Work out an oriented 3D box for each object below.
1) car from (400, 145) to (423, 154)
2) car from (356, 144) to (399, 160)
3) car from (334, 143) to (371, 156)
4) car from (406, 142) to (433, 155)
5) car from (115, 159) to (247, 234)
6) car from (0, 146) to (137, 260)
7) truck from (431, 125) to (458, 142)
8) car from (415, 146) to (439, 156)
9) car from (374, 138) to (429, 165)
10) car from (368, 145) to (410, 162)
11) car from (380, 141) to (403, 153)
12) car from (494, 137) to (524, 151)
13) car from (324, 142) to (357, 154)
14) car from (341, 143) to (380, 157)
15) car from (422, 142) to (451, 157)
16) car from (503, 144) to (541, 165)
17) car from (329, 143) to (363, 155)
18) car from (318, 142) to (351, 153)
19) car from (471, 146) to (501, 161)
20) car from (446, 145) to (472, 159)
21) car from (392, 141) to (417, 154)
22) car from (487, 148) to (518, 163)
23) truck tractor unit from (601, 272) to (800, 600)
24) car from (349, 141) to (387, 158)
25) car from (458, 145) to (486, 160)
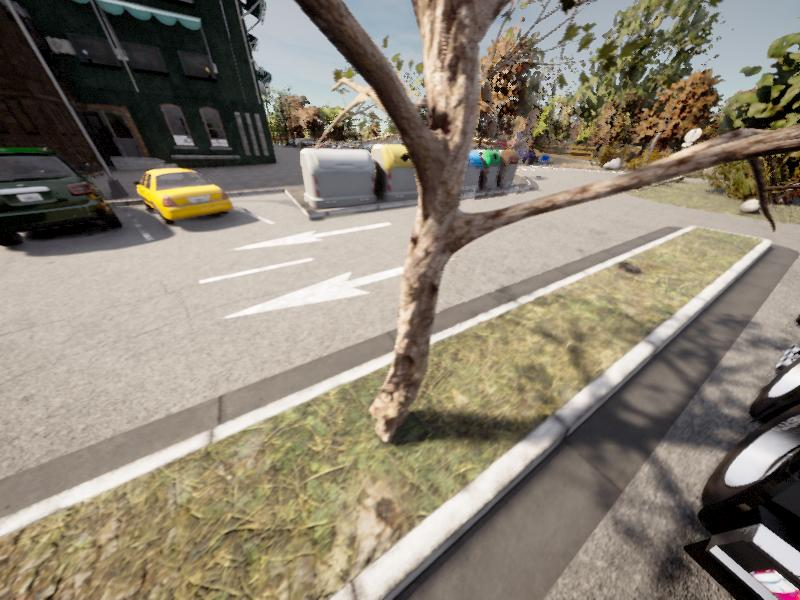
[{"bbox_3d":[2.422,-32.131,49.345,2.231,1.521,4.892,27,40,32],"label":"car"},{"bbox_3d":[-2.616,-17.995,27.997,2.231,1.521,4.892,26,41,32],"label":"car"},{"bbox_3d":[-6.957,-22.430,34.337,2.231,1.521,4.892,27,42,32],"label":"car"},{"bbox_3d":[3.950,-30.842,47.066,2.435,2.045,5.566,27,40,32],"label":"car"},{"bbox_3d":[-7.837,-3.895,8.140,5.366,1.575,1.946,25,42,32],"label":"car"},{"bbox_3d":[-10.341,-3.187,6.672,5.566,2.045,2.435,25,42,32],"label":"car"},{"bbox_3d":[9.321,-35.623,49.308,2.627,2.467,5.204,-16,42,-25],"label":"truck"},{"bbox_3d":[5.377,-29.073,45.021,2.163,1.488,4.792,27,41,31],"label":"car"},{"bbox_3d":[0.279,-15.234,23.608,2.435,2.045,5.566,27,42,32],"label":"car"},{"bbox_3d":[-1.165,-16.486,25.908,2.002,1.452,4.674,27,42,32],"label":"car"},{"bbox_3d":[-1.972,-36.884,55.703,2.435,2.045,5.566,27,40,32],"label":"car"},{"bbox_3d":[17.735,-25.525,37.744,1.851,1.617,3.988,-16,42,-25],"label":"car"},{"bbox_3d":[-9.849,-25.388,38.565,2.097,1.535,5.008,27,42,32],"label":"car"},{"bbox_3d":[-5.395,-21.037,32.346,1.946,1.575,5.366,26,41,32],"label":"car"},{"bbox_3d":[6.873,-27.796,42.707,2.435,2.045,5.566,27,40,31],"label":"car"},{"bbox_3d":[15.779,-18.761,29.794,2.435,2.045,5.566,27,40,32],"label":"car"},{"bbox_3d":[-8.421,-23.874,36.451,2.163,1.488,4.792,27,42,32],"label":"car"},{"bbox_3d":[-11.418,-26.793,40.561,1.946,1.575,5.366,27,42,32],"label":"car"},{"bbox_3d":[12.781,-21.652,34.141,2.185,1.767,4.553,27,40,32],"label":"car"},{"bbox_3d":[9.859,-24.696,38.498,2.185,1.767,4.553,27,41,31],"label":"car"},{"bbox_3d":[0.945,-33.839,51.346,2.435,2.045,5.566,27,41,32],"label":"car"},{"bbox_3d":[14.283,-20.048,32.073,2.231,1.521,4.892,27,40,31],"label":"car"},{"bbox_3d":[5.123,-0.288,0.759,6.516,4.208,3.053,-18,39,-23],"label":"truck tractor unit"},{"bbox_3d":[-4.080,-19.568,30.024,2.185,1.767,4.553,26,42,32],"label":"car"},{"bbox_3d":[11.347,-23.184,36.338,2.185,1.767,4.553,27,40,31],"label":"car"}]
